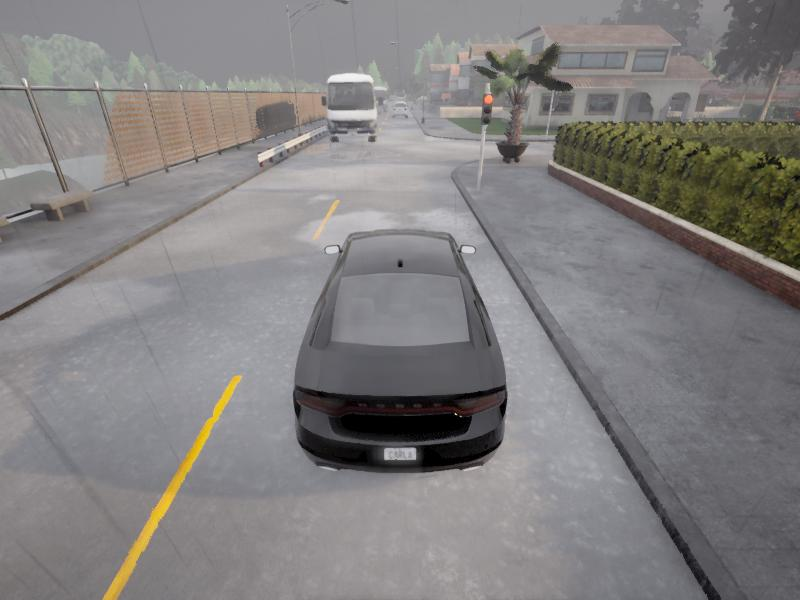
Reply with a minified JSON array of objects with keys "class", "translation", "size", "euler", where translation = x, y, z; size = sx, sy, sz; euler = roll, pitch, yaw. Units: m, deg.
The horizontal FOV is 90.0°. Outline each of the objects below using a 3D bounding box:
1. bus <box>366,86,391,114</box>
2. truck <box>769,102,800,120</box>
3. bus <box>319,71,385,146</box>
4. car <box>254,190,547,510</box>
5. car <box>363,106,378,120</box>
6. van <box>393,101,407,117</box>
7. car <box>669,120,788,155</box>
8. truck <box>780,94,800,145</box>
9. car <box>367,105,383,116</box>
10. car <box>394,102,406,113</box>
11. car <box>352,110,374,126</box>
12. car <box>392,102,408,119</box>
[{"class":"bus","translation":[-3.858,-37.032,73.991],"size":[3.944,4.253,10.273],"euler":[0,27,0]},{"class":"truck","translation":[53.544,-25.248,53.420],"size":[2.390,2.098,6.274],"euler":[0,27,0]},{"class":"bus","translation":[-3.415,-14.407,29.992],"size":[3.944,4.253,10.273],"euler":[-3,27,-4]},{"class":"car","translation":[0.003,-0.110,5.141],"size":[1.882,1.535,5.008],"euler":[0,27,0]},{"class":"car","translation":[-3.985,-25.688,54.878],"size":[1.789,1.549,3.705],"euler":[0,27,0]},{"class":"van","translation":[0.017,-30.109,62.956],"size":[2.069,2.038,4.480],"euler":[0,27,0]},{"class":"car","translation":[18.717,-9.390,23.047],"size":[4.611,1.667,2.242],"euler":[0,27,0]},{"class":"truck","translation":[31.127,-12.191,26.138],"size":[8.468,3.827,2.891],"euler":[0,27,0]},{"class":"car","translation":[-3.982,-30.592,64.508],"size":[2.163,1.488,4.792],"euler":[0,27,0]},{"class":"car","translation":[0.021,-37.242,77.379],"size":[2.242,1.667,4.611],"euler":[0,27,0]},{"class":"car","translation":[-3.989,-19.895,43.699],"size":[1.970,1.475,3.806],"euler":[0,27,0]},{"class":"car","translation":[0.015,-27.117,57.125],"size":[2.150,2.045,5.566],"euler":[0,27,0]}]
